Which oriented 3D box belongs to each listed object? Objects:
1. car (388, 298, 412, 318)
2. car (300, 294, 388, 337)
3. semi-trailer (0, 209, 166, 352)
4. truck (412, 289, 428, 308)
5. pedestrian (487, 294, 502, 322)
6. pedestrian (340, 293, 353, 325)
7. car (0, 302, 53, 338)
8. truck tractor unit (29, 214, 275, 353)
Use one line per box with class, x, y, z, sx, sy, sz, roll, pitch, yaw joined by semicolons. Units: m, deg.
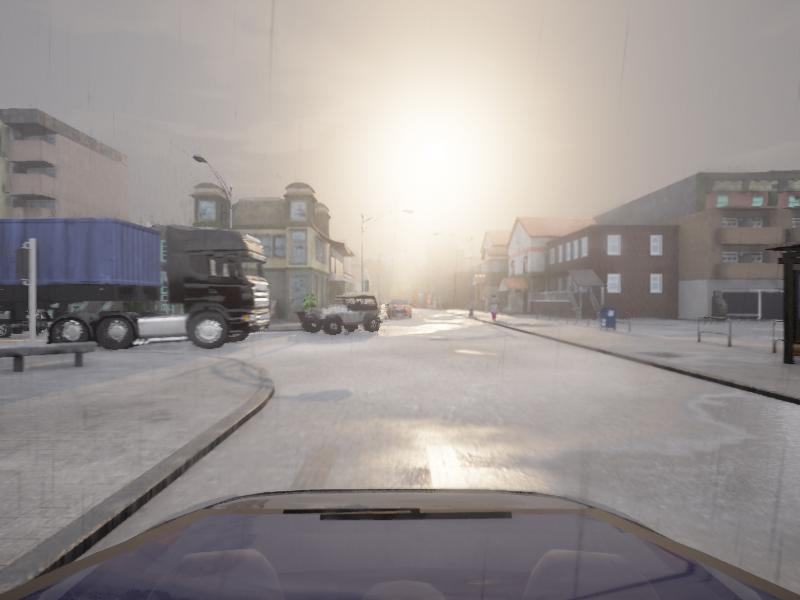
car;-0.008;0.694;36.479;2.097;1.767;4.553;0;0;0
car;-2.639;0.644;19.343;1.905;1.878;3.866;1;1;45
semi-trailer;-15.941;-0.619;13.647;14.254;4.402;2.717;0;0;0
truck;3.984;-0.326;82.818;2.891;3.827;8.468;0;0;0
pedestrian;6.522;0.533;27.633;0.751;1.860;0.751;0;0;-37
pedestrian;-3.146;0.534;23.423;0.751;1.860;0.751;0;0;-8
car;-18.097;0.853;17.657;3.806;1.475;1.970;0;0;0
truck tractor unit;-8.028;-0.519;13.793;6.516;4.208;3.053;0;0;-3
